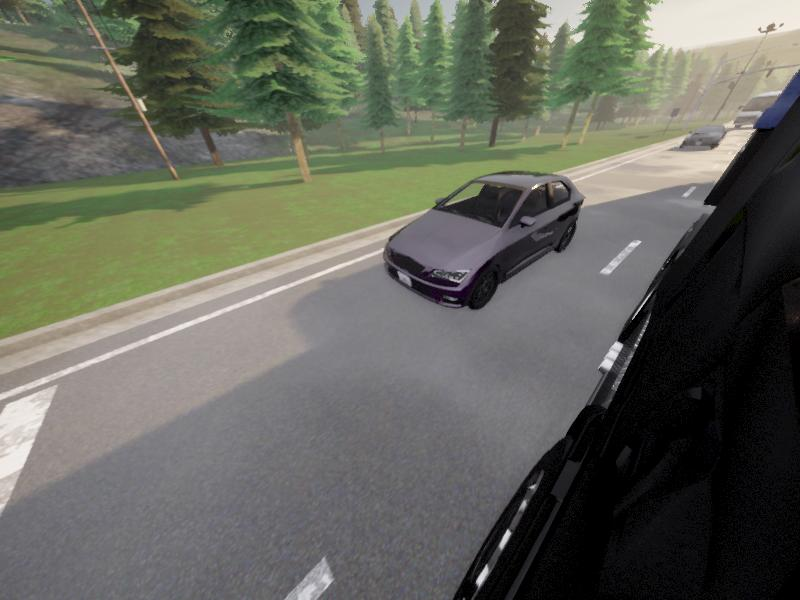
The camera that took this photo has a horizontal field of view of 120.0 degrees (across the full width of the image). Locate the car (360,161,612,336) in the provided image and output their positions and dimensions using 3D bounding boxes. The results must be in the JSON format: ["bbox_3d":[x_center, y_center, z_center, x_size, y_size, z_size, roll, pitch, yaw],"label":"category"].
[{"bbox_3d":[1.660,-1.374,4.152,4.193,1.474,1.816,-28,43,-29],"label":"car"}]

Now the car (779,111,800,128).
[{"bbox_3d":[55.956,-25.120,32.049,3.866,1.878,1.905,-15,38,-16],"label":"car"}]

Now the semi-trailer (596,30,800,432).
[{"bbox_3d":[8.769,-3.558,4.153,14.254,4.402,2.717,-27,43,-29],"label":"semi-trailer"}]

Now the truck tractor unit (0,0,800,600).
[{"bbox_3d":[2.645,-0.295,0.351,6.516,4.208,3.053,-28,44,-30],"label":"truck tractor unit"}]

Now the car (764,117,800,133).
[{"bbox_3d":[44.231,-20.111,26.549,4.181,1.385,1.994,-25,42,-27],"label":"car"}]

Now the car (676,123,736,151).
[{"bbox_3d":[22.981,-12.247,17.342,4.674,1.442,1.812,-27,43,-29],"label":"car"}]

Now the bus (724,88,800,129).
[{"bbox_3d":[55.967,-28.401,34.465,10.273,4.253,3.944,-13,37,-14],"label":"bus"}]
